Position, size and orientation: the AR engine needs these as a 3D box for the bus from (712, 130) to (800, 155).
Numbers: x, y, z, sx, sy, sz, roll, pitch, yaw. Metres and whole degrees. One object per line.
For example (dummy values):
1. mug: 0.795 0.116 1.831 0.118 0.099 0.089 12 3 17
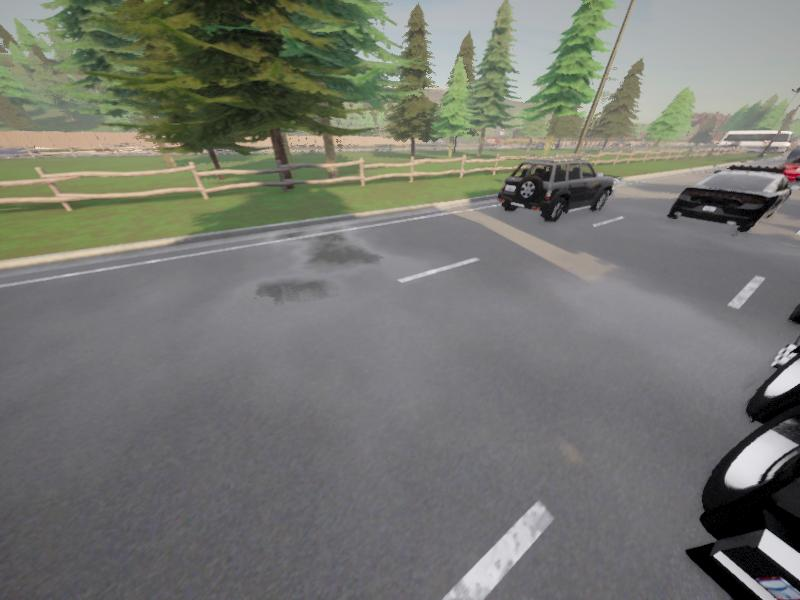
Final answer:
1. bus: 81.113 -36.028 52.786 3.944 4.253 10.273 -18 39 -24

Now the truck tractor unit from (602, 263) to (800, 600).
1. truck tractor unit: 5.113 -0.299 0.784 6.516 4.208 3.053 -18 39 -24

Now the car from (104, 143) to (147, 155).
1. car: -45.536 -25.230 38.470 3.988 1.617 1.851 -18 39 -25

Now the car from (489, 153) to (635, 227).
1. car: 5.827 -4.184 8.427 4.605 1.855 1.932 -18 39 -24

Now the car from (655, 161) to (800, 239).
1. car: 11.565 -3.645 7.911 5.238 1.638 1.930 -18 39 -24

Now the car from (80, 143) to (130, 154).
1. car: -50.256 -25.942 39.563 4.792 1.488 2.163 -18 39 -25

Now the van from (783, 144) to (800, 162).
1. van: 57.941 -21.160 33.198 4.442 1.987 1.775 -18 39 -24

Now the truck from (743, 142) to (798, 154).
1. truck: 85.095 -35.022 53.264 2.390 2.098 6.274 -18 39 -24

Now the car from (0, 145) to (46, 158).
1. car: -53.433 -20.246 31.421 5.357 1.411 2.033 -18 39 -25

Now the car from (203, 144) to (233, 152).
1. car: -38.232 -32.118 48.699 4.718 1.301 1.895 -18 39 -24

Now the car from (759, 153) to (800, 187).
1. car: 26.212 -8.416 14.874 4.611 1.667 2.242 -18 39 -24
